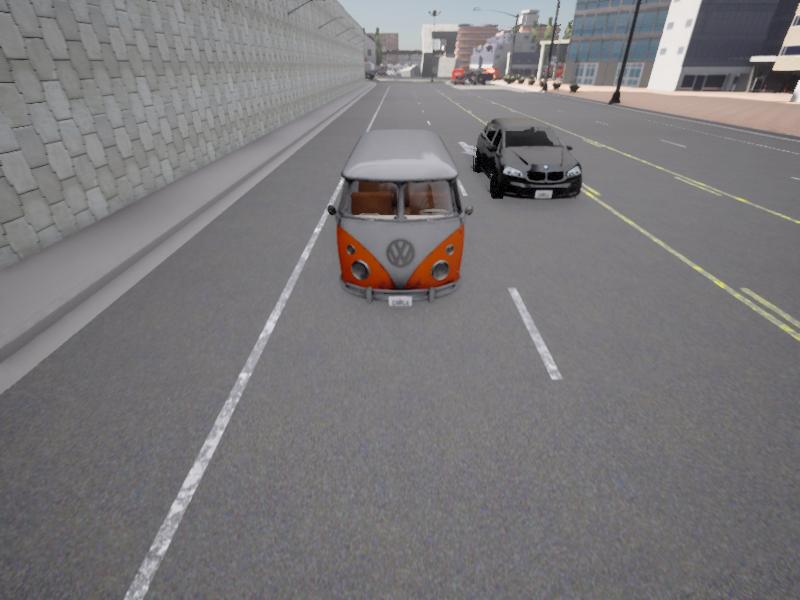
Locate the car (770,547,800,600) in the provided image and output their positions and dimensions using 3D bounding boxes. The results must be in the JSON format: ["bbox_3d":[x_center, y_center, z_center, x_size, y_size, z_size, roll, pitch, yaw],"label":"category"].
[{"bbox_3d":[3.514,2.512,0.191,2.038,1.542,4.974,0,30,1],"label":"car"}]

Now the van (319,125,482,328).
[{"bbox_3d":[0.006,-1.599,6.754,1.775,1.987,4.442,0,30,0],"label":"van"}]

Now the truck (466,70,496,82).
[{"bbox_3d":[17.807,-49.436,88.295,6.274,2.098,2.390,-17,34,-27],"label":"truck"}]

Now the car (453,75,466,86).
[{"bbox_3d":[10.577,-39.063,71.152,1.851,1.617,3.988,2,30,3],"label":"car"}]

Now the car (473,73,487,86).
[{"bbox_3d":[14.046,-38.845,70.446,1.905,1.878,3.866,2,30,3],"label":"car"}]

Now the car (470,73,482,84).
[{"bbox_3d":[14.581,-42.554,76.774,1.932,1.855,4.605,3,31,6],"label":"car"}]

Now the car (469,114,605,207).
[{"bbox_3d":[3.507,-4.168,11.452,2.242,1.667,4.611,0,30,0],"label":"car"}]

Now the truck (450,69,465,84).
[{"bbox_3d":[11.213,-43.370,77.599,2.627,2.467,5.204,3,31,6],"label":"truck"}]
